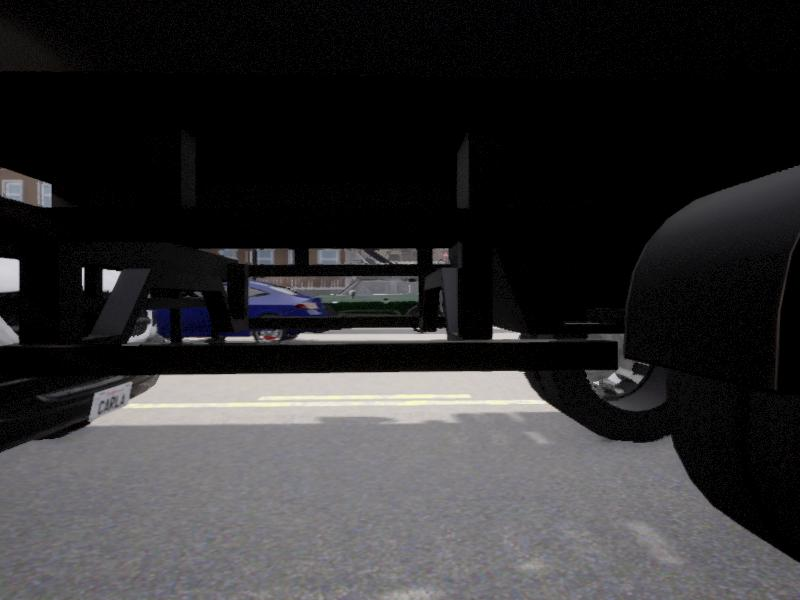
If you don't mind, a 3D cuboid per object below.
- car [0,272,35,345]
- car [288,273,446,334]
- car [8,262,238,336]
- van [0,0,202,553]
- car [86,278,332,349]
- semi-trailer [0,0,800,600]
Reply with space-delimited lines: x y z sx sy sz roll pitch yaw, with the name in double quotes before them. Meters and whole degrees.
"car" -10.850 0.190 8.753 3.988 1.617 1.851 0 0 -2
"car" -0.982 0.095 12.640 4.553 1.767 2.097 0 0 -2
"car" -8.208 -0.030 12.336 5.566 2.045 2.150 0 0 -2
"van" -4.490 -0.286 2.022 5.915 2.561 1.988 -1 0 -2
"car" -3.993 0.271 9.010 4.674 1.442 1.812 0 0 -2
"semi-trailer" 5.481 -1.215 2.356 14.254 4.402 2.717 0 0 -2
